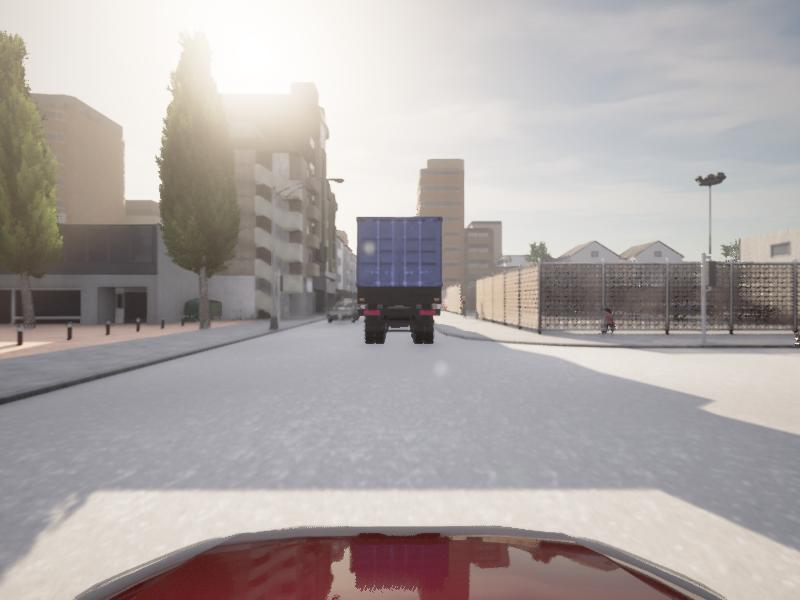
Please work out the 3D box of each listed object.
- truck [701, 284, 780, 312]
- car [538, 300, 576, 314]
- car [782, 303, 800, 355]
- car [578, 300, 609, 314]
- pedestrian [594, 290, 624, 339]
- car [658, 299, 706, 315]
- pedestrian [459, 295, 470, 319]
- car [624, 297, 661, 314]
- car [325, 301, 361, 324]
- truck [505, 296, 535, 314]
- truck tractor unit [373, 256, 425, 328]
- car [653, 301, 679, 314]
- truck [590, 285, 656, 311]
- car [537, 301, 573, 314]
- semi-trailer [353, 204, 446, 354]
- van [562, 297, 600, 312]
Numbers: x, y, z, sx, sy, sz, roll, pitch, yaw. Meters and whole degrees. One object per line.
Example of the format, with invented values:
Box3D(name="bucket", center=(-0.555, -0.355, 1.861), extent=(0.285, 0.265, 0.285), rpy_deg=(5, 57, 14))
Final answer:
Box3D(name="truck", center=(47.866, -0.258, 56.432), extent=(8.468, 3.827, 2.891), rpy_deg=(0, 0, 2))
Box3D(name="car", center=(18.002, 0.796, 45.984), extent=(3.705, 1.547, 1.789), rpy_deg=(0, 0, 0))
Box3D(name="car", center=(14.100, 0.858, 11.300), extent=(4.892, 1.490, 1.837), rpy_deg=(0, 0, -1))
Box3D(name="car", center=(22.454, 0.806, 46.562), extent=(1.845, 1.501, 3.633), rpy_deg=(0, 0, 0))
Box3D(name="pedestrian", center=(8.233, 0.542, 15.770), extent=(0.751, 1.860, 0.751), rpy_deg=(0, 0, -30))
Box3D(name="car", center=(31.864, 0.740, 45.394), extent=(2.242, 1.667, 4.611), rpy_deg=(0, 0, 0))
Box3D(name="pedestrian", center=(5.233, 0.568, 32.501), extent=(0.751, 1.860, 0.751), rpy_deg=(0, 0, 0))
Box3D(name="car", center=(27.572, 0.635, 45.642), extent=(1.905, 1.878, 3.866), rpy_deg=(0, 0, 0))
Box3D(name="car", center=(-4.081, 0.860, 29.382), extent=(2.007, 1.525, 4.514), rpy_deg=(0, 0, 0))
Box3D(name="truck", center=(13.815, 0.556, 46.304), extent=(2.069, 2.038, 4.478), rpy_deg=(0, 0, 0))
Box3D(name="truck tractor unit", center=(-0.057, -0.495, 26.805), extent=(3.053, 4.208, 6.516), rpy_deg=(0, 0, 0))
Box3D(name="car", center=(29.735, 0.843, 44.780), extent=(1.481, 1.379, 2.207), rpy_deg=(0, 0, 0))
Box3D(name="truck", center=(33.673, -0.255, 60.610), extent=(8.468, 3.827, 2.891), rpy_deg=(0, 0, 0))
Box3D(name="car", center=(17.775, 0.867, 46.144), extent=(2.033, 1.415, 5.357), rpy_deg=(0, 0, 0))
Box3D(name="semi-trailer", center=(-0.033, -0.598, 18.890), extent=(2.717, 4.402, 14.254), rpy_deg=(0, 0, 0))
Box3D(name="van", center=(25.580, 0.635, 56.589), extent=(4.480, 2.038, 2.069), rpy_deg=(0, 0, 0))
